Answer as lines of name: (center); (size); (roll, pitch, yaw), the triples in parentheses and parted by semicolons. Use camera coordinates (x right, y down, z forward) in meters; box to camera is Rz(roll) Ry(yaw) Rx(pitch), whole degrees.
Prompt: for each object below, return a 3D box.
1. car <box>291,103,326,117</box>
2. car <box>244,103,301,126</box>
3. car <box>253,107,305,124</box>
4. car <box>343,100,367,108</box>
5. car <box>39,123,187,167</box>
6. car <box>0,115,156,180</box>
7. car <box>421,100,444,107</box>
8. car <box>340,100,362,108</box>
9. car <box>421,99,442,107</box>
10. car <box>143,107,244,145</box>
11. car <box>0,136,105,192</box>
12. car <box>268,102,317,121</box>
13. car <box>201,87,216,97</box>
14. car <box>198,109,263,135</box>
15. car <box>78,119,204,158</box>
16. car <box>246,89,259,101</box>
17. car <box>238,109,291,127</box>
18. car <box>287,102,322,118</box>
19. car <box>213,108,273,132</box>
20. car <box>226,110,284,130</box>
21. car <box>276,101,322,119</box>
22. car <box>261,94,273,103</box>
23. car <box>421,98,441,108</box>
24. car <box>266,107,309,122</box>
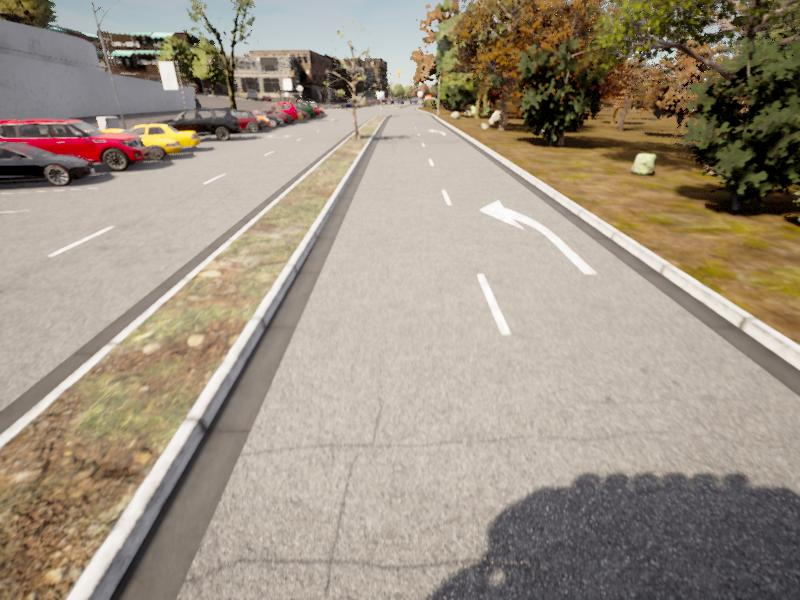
car: (-13.594, -28.277, 59.465); (4.553, 1.767, 2.185); (-9, 29, -17)
car: (-13.794, -20.171, 43.321); (5.566, 2.045, 2.435); (-10, 29, -17)
car: (-13.933, -21.291, 46.062); (5.366, 1.575, 1.946); (-10, 29, -17)
car: (-10.752, -46.969, 95.729); (5.366, 1.575, 1.946); (-7, 28, -13)
car: (-13.625, -7.632, 19.490); (5.366, 1.575, 1.946); (-10, 29, -17)
car: (-13.782, -6.443, 16.669); (5.566, 2.045, 2.435); (-10, 29, -17)
car: (8.252, -49.495, 100.681); (5.366, 1.575, 1.946); (-5, 28, -12)
car: (-11.398, -45.567, 93.085); (4.792, 1.488, 2.163); (-8, 28, -13)
car: (7.716, -48.239, 97.961); (4.553, 1.767, 2.185); (-6, 28, -12)
car: (-13.815, -11.949, 27.297); (5.566, 2.045, 2.435); (-10, 29, -17)
car: (-13.781, -4.808, 14.133); (4.792, 1.488, 2.163); (-10, 29, -17)
car: (-13.760, -24.272, 51.348); (5.566, 2.045, 2.435); (-10, 29, -17)
car: (-40.147, -43.631, 83.951); (2.231, 1.521, 4.892); (-4, 26, -20)
car: (-13.752, -14.597, 32.712); (4.553, 1.767, 2.185); (-10, 29, -17)
car: (-13.969, -8.947, 22.037); (5.366, 1.575, 1.946); (-10, 29, -17)
car: (-31.110, -43.076, 84.175); (2.435, 2.045, 5.566); (-4, 26, -20)
car: (-13.796, -18.554, 40.775); (4.792, 1.488, 2.163); (-10, 29, -17)
car: (-13.570, -27.013, 56.767); (4.442, 1.987, 1.878); (-10, 28, -17)
car: (-13.811, -15.959, 35.369); (4.553, 1.767, 2.185); (-10, 28, -17)
car: (-13.782, -17.220, 38.106); (4.892, 1.521, 2.231); (-10, 28, -17)
car: (-13.687, -25.654, 54.052); (5.566, 2.045, 2.435); (-10, 28, -17)
car: (-28.118, -42.538, 84.382); (2.002, 1.452, 4.674); (-4, 26, -20)
car: (7.331, -46.973, 95.273); (4.442, 1.987, 1.878); (-6, 28, -13)
car: (-13.742, -22.650, 48.812); (4.674, 1.452, 2.002); (-10, 29, -17)
